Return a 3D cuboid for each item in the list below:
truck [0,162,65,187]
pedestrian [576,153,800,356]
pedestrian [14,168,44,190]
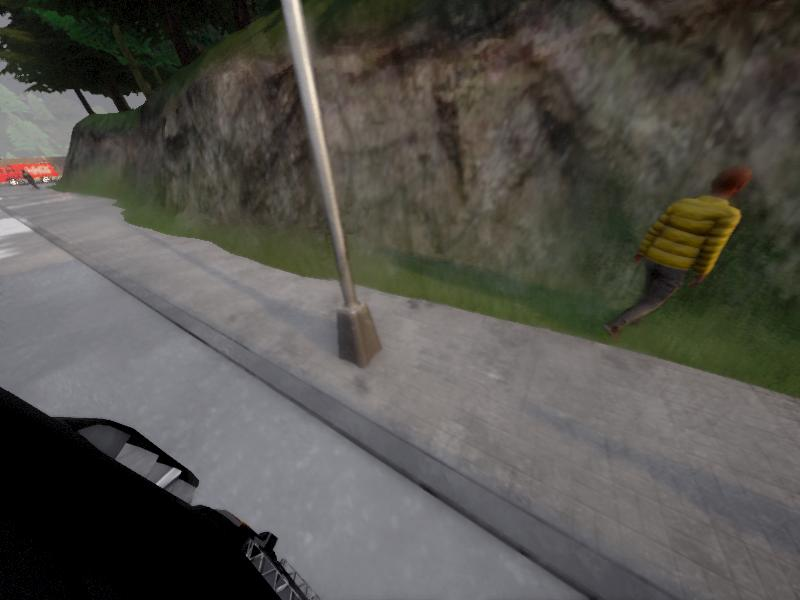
[{"bbox_3d":[-51.180,-17.230,31.627,2.627,2.467,5.204,16,38,26],"label":"truck"},{"bbox_3d":[2.786,-0.381,2.377,0.751,1.860,0.751,-4,34,-1],"label":"pedestrian"},{"bbox_3d":[-37.056,-12.085,23.093,0.751,1.860,0.751,16,38,26],"label":"pedestrian"}]
